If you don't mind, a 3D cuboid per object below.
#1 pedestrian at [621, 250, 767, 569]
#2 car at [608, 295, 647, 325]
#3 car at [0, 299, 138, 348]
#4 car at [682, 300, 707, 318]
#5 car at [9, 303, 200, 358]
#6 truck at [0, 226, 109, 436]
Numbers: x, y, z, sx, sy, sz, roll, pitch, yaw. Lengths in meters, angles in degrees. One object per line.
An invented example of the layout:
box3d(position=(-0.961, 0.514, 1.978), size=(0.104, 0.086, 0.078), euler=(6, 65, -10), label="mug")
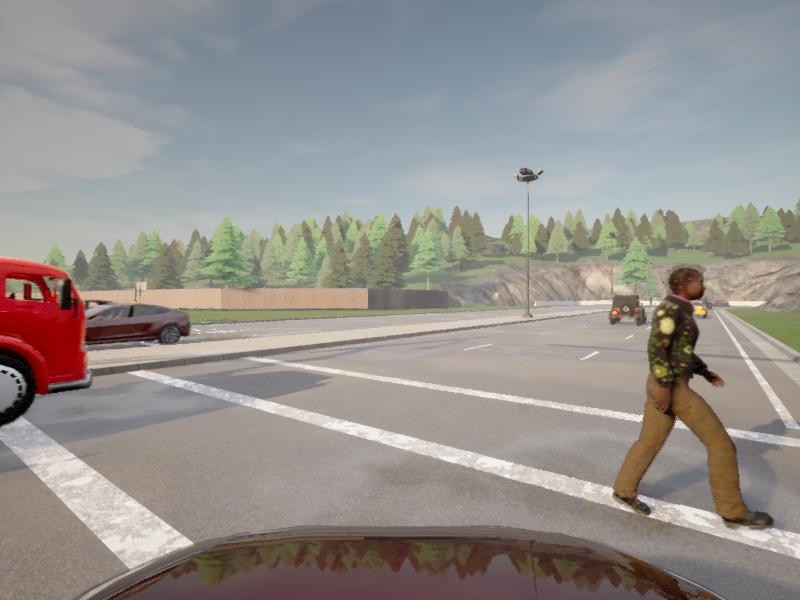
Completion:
box3d(position=(2.005, 0.641, 2.848), size=(0.751, 1.860, 0.751), euler=(0, 0, 30), label="pedestrian")
box3d(position=(15.511, 0.646, 27.192), size=(1.905, 1.878, 3.866), euler=(0, 0, 36), label="car")
box3d(position=(-12.670, 0.788, 15.354), size=(1.851, 1.617, 3.988), euler=(0, 0, 38), label="car")
box3d(position=(27.971, 0.801, 37.951), size=(1.801, 1.575, 5.366), euler=(0, 0, 38), label="car")
box3d(position=(-9.677, 0.851, 13.501), size=(2.163, 1.488, 4.792), euler=(0, 0, 38), label="car")
box3d(position=(-6.672, 0.354, 4.282), size=(2.627, 2.467, 5.204), euler=(0, 0, 38), label="truck")
